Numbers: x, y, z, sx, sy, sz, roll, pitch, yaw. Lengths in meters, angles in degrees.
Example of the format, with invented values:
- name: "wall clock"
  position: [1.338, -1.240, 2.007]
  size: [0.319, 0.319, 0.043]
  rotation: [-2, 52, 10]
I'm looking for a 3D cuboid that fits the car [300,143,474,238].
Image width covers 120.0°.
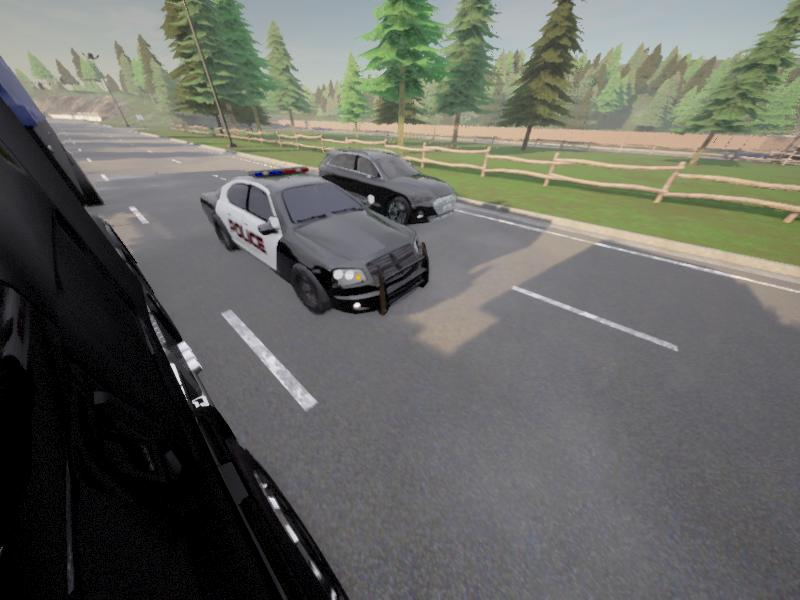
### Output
- name: "car"
  position: [-0.615, -3.628, 7.081]
  size: [4.856, 1.649, 2.033]
  rotation: [28, 44, 30]

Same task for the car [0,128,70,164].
- name: "car"
  position: [-21.123, -8.904, 13.228]
  size: [4.181, 1.385, 1.994]
  rotation: [28, 44, 30]

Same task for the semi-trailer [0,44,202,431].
- name: "semi-trailer"
  position: [-8.711, -3.578, 4.243]
  size: [14.254, 4.402, 2.717]
  rotation: [28, 44, 30]

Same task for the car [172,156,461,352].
- name: "car"
  position: [-1.758, -1.450, 4.198]
  size: [4.974, 1.542, 2.038]
  rotation: [28, 44, 30]

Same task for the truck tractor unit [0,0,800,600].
- name: "truck tractor unit"
  position: [-2.645, -0.295, 0.352]
  size: [6.516, 4.208, 3.053]
  rotation: [28, 44, 30]

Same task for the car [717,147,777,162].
- name: "car"
  position: [47.921, -20.220, 32.078]
  size: [4.181, 1.385, 1.994]
  rotation: [28, 44, 30]

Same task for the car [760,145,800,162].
- name: "car"
  position: [56.883, -21.174, 33.415]
  size: [4.605, 1.855, 1.932]
  rotation: [28, 44, 30]
